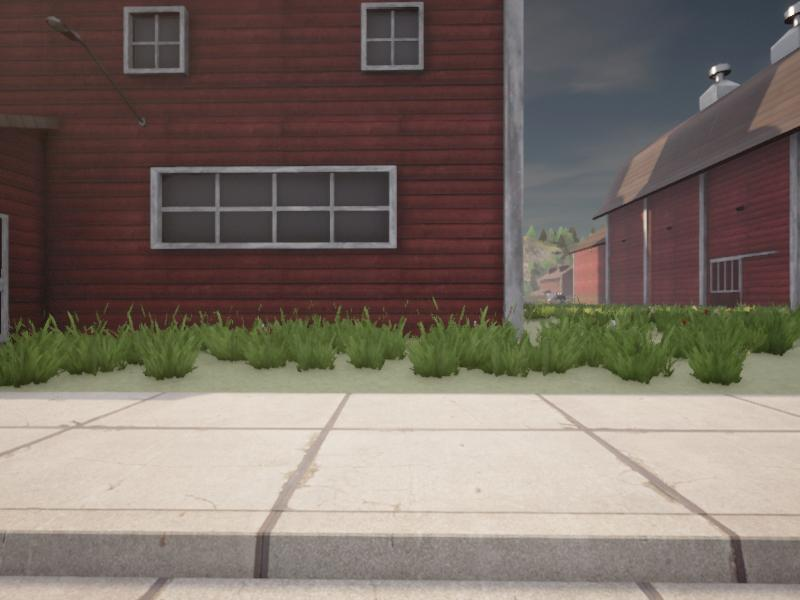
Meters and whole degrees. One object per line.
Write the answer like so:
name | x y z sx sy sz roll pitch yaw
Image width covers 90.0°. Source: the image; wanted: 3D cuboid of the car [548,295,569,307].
car | 25.794 0.091 65.329 1.905 1.878 3.866 0 0 1
